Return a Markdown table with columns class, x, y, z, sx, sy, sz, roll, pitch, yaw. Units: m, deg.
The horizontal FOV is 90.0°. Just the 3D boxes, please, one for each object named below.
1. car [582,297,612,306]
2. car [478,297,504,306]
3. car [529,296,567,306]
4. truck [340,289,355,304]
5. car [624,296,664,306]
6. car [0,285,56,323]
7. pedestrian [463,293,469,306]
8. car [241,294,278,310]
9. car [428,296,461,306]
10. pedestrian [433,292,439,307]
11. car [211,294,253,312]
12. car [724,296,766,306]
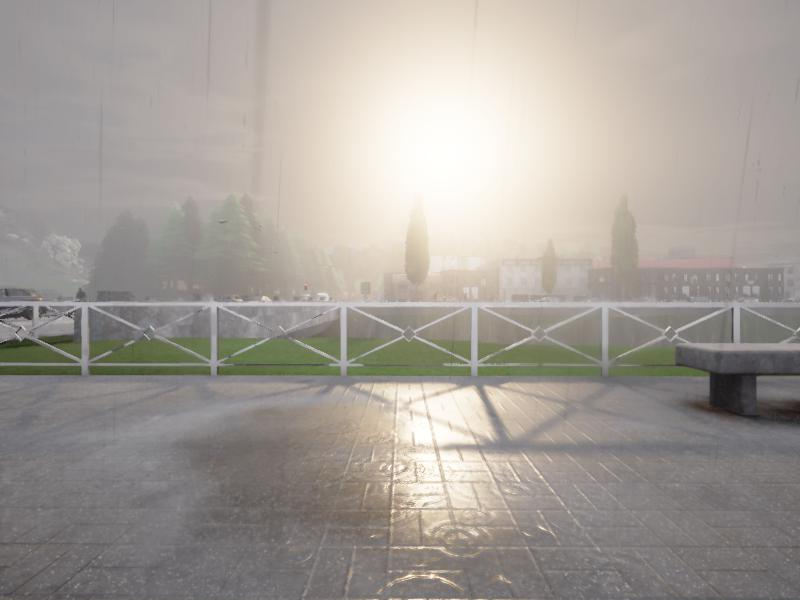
| class | x | y | z | sx | sy | sz | roll | pitch | yaw |
| --- | --- | --- | --- | --- | --- | --- | --- | --- | --- |
| car | 31.593 | 0.270 | 64.130 | 3.806 | 1.475 | 1.970 | 0 | 0 | 0 |
| car | 14.570 | 0.255 | 64.248 | 3.806 | 1.475 | 1.970 | 0 | 0 | 0 |
| car | 23.697 | 0.174 | 64.185 | 5.238 | 1.638 | 1.930 | 0 | 0 | 0 |
| truck | -13.822 | -0.927 | 106.583 | 2.891 | 3.827 | 8.468 | 0 | 0 | 0 |
| car | 39.094 | 0.176 | 64.079 | 5.238 | 1.638 | 1.930 | 0 | 0 | 0 |
| car | -18.484 | 0.175 | 17.870 | 2.033 | 1.649 | 4.856 | 0 | 0 | 0 |
| pedestrian | 8.880 | -0.063 | 54.168 | 0.751 | 1.860 | 0.751 | 0 | 0 | 3 |
| car | -14.313 | 0.224 | 41.120 | 2.038 | 1.542 | 4.974 | 0 | 0 | 0 |
| car | 7.099 | 0.181 | 64.299 | 5.027 | 1.651 | 2.152 | 0 | 0 | 0 |
| pedestrian | 4.597 | -0.063 | 51.567 | 0.751 | 1.860 | 0.751 | 0 | 0 | 1 |
| car | -14.364 | 0.252 | 34.520 | 1.816 | 1.474 | 4.193 | 0 | 0 | 0 |
| car | 55.147 | 0.203 | 63.969 | 4.974 | 1.542 | 2.038 | 0 | 0 | 0 |
